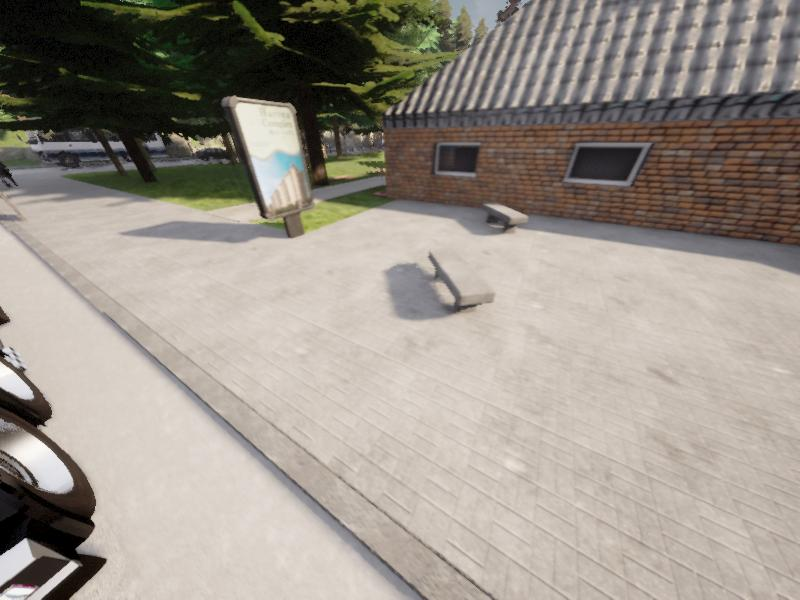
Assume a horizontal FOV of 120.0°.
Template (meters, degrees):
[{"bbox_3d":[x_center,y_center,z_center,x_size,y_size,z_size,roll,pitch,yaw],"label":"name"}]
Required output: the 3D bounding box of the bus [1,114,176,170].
[{"bbox_3d":[-33.164,-17.496,25.718,3.944,4.253,10.273,17,39,24],"label":"bus"}]

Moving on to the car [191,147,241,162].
[{"bbox_3d":[-25.092,-20.023,31.695,1.837,1.490,4.892,18,39,24],"label":"car"}]

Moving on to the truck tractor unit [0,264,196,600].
[{"bbox_3d":[-5.112,-0.299,0.794,6.516,4.208,3.053,18,38,24],"label":"truck tractor unit"}]

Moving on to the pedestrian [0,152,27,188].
[{"bbox_3d":[-22.540,-7.387,12.969,0.751,1.860,0.751,-25,42,-31],"label":"pedestrian"}]
